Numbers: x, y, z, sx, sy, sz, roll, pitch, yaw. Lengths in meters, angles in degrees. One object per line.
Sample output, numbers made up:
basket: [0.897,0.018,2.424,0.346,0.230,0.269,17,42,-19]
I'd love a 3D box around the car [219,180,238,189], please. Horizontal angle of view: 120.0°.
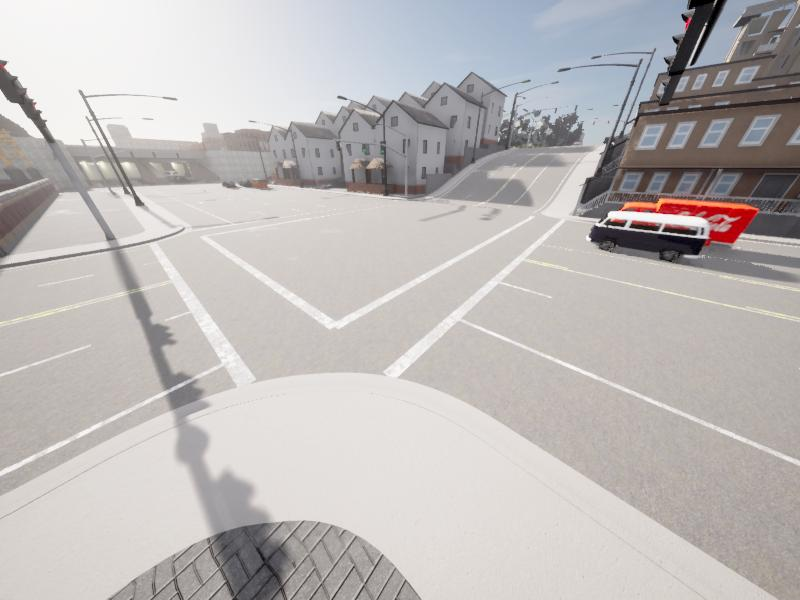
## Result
car: [-38.463,-25.976,51.845,4.514,1.525,2.007,24,38,35]

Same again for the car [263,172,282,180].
car: [-39.762,-38.782,72.195,2.097,1.767,4.553,23,42,35]

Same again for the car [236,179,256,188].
car: [-36.025,-27.269,54.003,4.611,1.667,2.242,24,38,35]

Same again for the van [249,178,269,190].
van: [-30.153,-24.874,49.402,4.442,1.987,1.775,24,38,35]

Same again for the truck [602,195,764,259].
truck: [16.075,-4.605,13.835,5.204,2.467,2.627,25,38,35]

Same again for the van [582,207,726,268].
van: [12.979,-3.520,12.370,4.480,2.038,2.069,24,38,35]

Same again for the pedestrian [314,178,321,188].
pedestrian: [-16.826,-23.820,46.954,0.751,1.860,0.751,26,39,37]
